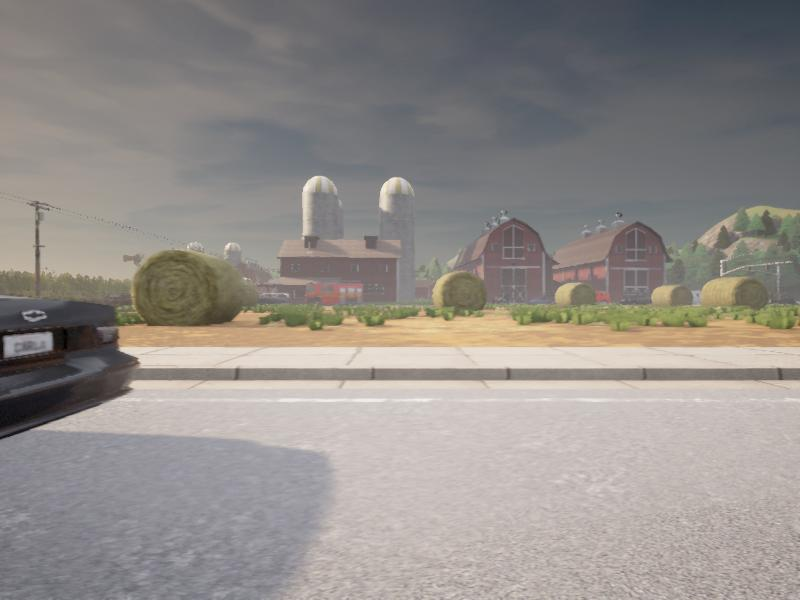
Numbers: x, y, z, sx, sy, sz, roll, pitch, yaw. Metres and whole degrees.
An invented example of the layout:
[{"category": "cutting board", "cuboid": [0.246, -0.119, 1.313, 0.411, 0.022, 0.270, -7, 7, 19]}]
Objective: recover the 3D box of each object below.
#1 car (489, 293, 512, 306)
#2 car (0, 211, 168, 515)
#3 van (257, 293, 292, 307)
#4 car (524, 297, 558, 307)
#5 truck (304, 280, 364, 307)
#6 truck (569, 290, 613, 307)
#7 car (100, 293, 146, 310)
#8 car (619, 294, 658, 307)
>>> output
[{"category": "car", "cuboid": [16.328, -0.101, 64.901, 1.905, 1.878, 3.866, 8, 7, 43]}, {"category": "car", "cuboid": [-4.540, 0.294, 2.195, 5.357, 1.411, 2.033, 0, 0, 0]}, {"category": "van", "cuboid": [-18.282, -0.025, 58.400, 4.480, 2.038, 2.069, 0, 0, -3]}, {"category": "car", "cuboid": [20.274, 0.301, 57.472, 4.181, 1.385, 1.994, 0, 1, -3]}, {"category": "truck", "cuboid": [-9.556, -0.914, 58.989, 8.468, 3.827, 2.891, 0, 0, -4]}, {"category": "truck", "cuboid": [27.626, -0.231, 57.979, 5.204, 2.467, 2.627, 0, 0, -4]}, {"category": "car", "cuboid": [-30.364, 0.123, 43.994, 2.097, 1.767, 4.553, 0, 0, -3]}, {"category": "car", "cuboid": [34.840, 0.068, 58.471, 4.605, 1.855, 1.932, 0, 0, -4]}]
